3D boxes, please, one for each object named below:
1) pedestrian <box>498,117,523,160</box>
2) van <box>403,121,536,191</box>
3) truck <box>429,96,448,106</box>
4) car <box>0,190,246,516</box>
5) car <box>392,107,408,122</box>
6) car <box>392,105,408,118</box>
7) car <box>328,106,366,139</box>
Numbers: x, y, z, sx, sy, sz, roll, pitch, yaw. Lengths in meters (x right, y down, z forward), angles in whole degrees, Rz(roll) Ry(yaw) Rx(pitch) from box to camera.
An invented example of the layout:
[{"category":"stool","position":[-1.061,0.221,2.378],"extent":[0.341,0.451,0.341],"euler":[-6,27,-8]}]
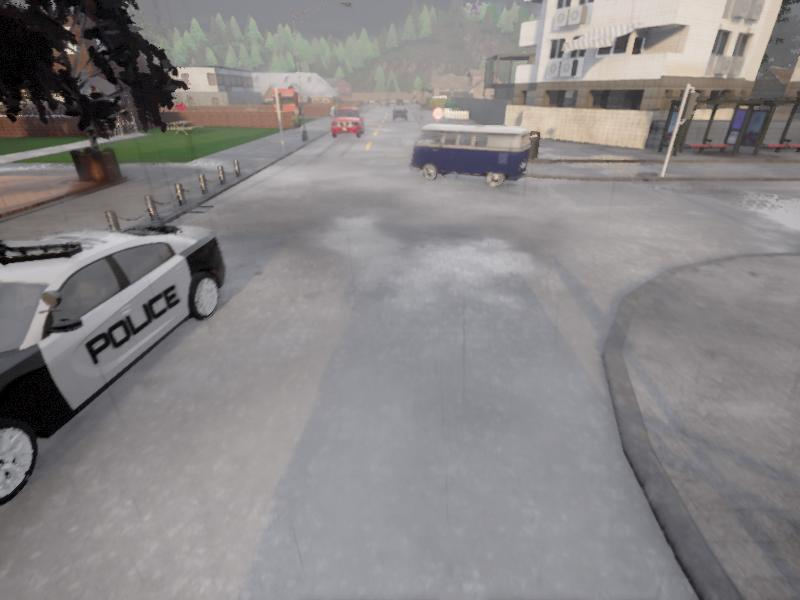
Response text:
[{"category":"pedestrian","position":[5.348,-7.857,19.440],"extent":[0.751,1.860,0.751],"euler":[-4,28,-7]},{"category":"van","position":[2.509,-5.500,15.042],"extent":[4.442,1.987,1.775],"euler":[14,31,25]},{"category":"truck","position":[9.700,-49.942,100.343],"extent":[4.478,2.038,2.069],"euler":[-2,27,1]},{"category":"car","position":[-3.959,0.177,4.433],"extent":[1.930,1.638,5.238],"euler":[3,27,6]},{"category":"car","position":[0.011,-23.102,49.620],"extent":[1.837,1.490,4.892],"euler":[0,27,0]},{"category":"car","position":[0.012,-26.783,56.755],"extent":[2.163,1.488,4.792],"euler":[0,27,0]},{"category":"car","position":[-3.994,-13.942,31.300],"extent":[2.150,2.045,5.566],"euler":[0,27,0]}]
